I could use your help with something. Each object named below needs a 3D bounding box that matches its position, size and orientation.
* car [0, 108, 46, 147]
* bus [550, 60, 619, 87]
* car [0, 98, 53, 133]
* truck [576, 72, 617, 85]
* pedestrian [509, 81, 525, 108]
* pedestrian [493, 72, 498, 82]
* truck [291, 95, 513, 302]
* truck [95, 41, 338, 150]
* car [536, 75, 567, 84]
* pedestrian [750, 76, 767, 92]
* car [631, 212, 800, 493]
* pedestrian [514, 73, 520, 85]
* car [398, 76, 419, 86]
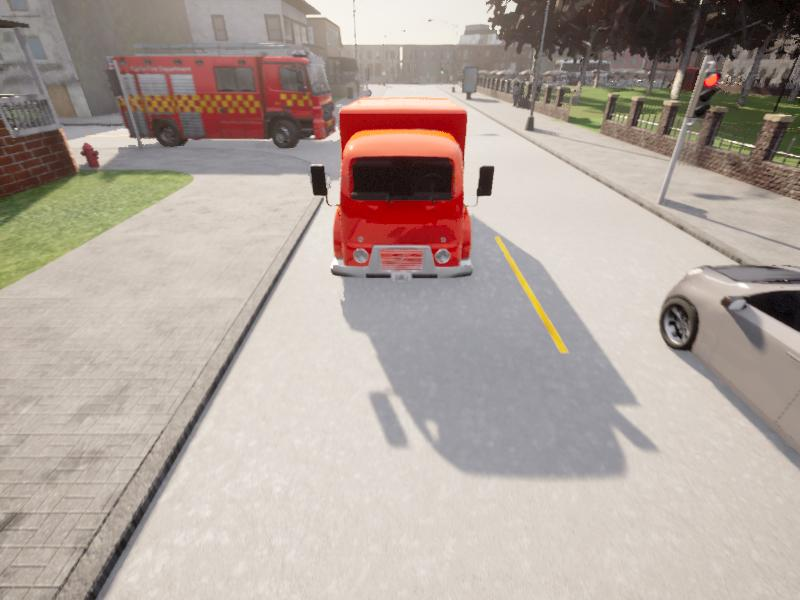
[{"bbox_3d":[-19.090,-7.789,17.973,4.181,1.385,1.994,0,30,0],"label":"car"},{"bbox_3d":[33.886,-42.034,74.142,10.273,4.253,3.944,0,30,0],"label":"bus"},{"bbox_3d":[-21.877,-9.871,21.373,4.514,1.525,2.007,0,30,0],"label":"car"},{"bbox_3d":[38.232,-43.146,77.985,6.274,2.098,2.390,0,30,0],"label":"truck"},{"bbox_3d":[9.380,-16.496,32.134,0.751,1.860,0.751,0,30,0],"label":"pedestrian"},{"bbox_3d":[19.703,-45.928,82.488,0.751,1.860,0.751,4,31,7],"label":"pedestrian"},{"bbox_3d":[0.062,-2.351,7.586,2.627,2.467,5.204,0,30,1],"label":"truck"},{"bbox_3d":[-7.290,-8.757,17.197,8.468,3.827,2.891,2,30,3],"label":"truck"},{"bbox_3d":[29.497,-42.998,78.052,5.008,1.535,1.882,0,30,0],"label":"car"},{"bbox_3d":[46.273,-27.898,51.650,0.751,1.860,0.751,7,31,12],"label":"pedestrian"},{"bbox_3d":[4.174,0.511,3.620,1.845,1.501,3.633,-1,30,-1],"label":"car"},{"bbox_3d":[20.536,-38.776,70.236,0.751,1.860,0.751,0,30,0],"label":"pedestrian"},{"bbox_3d":[1.617,-41.943,76.644,1.845,1.501,3.633,-27,39,-37],"label":"car"}]
